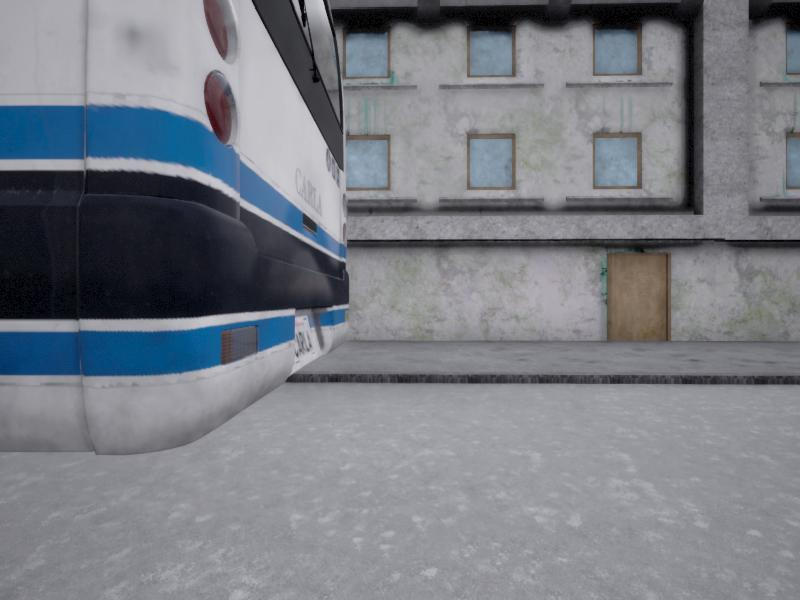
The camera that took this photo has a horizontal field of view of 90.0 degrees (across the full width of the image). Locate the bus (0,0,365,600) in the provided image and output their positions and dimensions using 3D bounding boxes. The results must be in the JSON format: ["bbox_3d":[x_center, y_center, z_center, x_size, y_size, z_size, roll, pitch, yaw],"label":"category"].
[{"bbox_3d":[-5.575,-1.134,2.714,10.273,4.253,3.944,0,0,1],"label":"bus"}]
